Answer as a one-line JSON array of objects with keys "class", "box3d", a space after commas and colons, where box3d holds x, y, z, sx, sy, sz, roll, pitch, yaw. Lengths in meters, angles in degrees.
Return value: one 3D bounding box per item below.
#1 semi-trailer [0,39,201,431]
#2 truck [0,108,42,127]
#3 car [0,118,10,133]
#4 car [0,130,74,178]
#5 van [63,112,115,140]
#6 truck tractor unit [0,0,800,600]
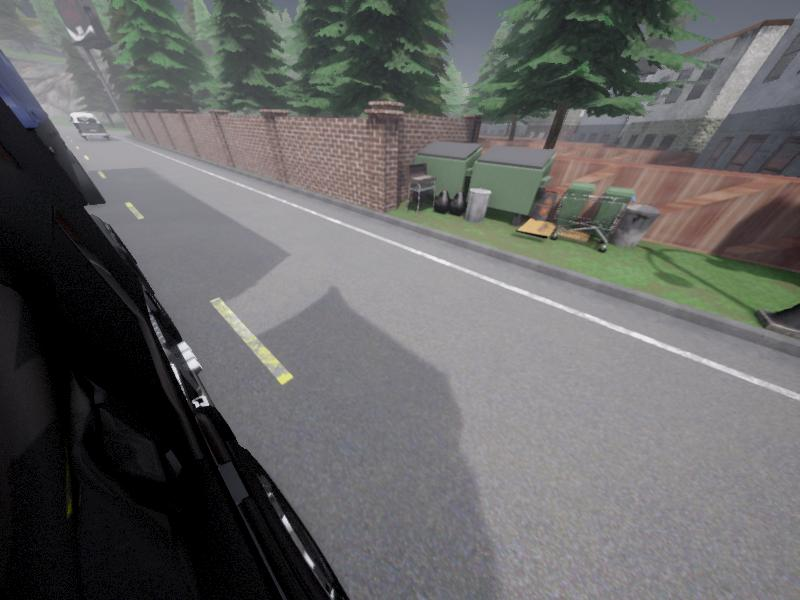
[{"class": "semi-trailer", "box3d": [-8.675, -3.625, 4.245, 14.254, 4.402, 2.717, 28, 44, 30]}, {"class": "truck", "box3d": [-61.032, -28.993, 36.692, 6.274, 2.098, 2.390, 17, 39, 18]}, {"class": "car", "box3d": [-46.768, -18.983, 24.610, 4.892, 1.490, 1.837, -17, 39, -29]}, {"class": "car", "box3d": [-16.729, -6.626, 10.281, 4.181, 1.385, 1.994, 28, 44, 30]}, {"class": "van", "box3d": [-30.439, -16.952, 22.609, 4.480, 2.038, 2.069, 27, 43, 31]}, {"class": "truck tractor unit", "box3d": [-2.645, -0.295, 0.351, 6.516, 4.208, 3.053, 28, 44, 30]}]
